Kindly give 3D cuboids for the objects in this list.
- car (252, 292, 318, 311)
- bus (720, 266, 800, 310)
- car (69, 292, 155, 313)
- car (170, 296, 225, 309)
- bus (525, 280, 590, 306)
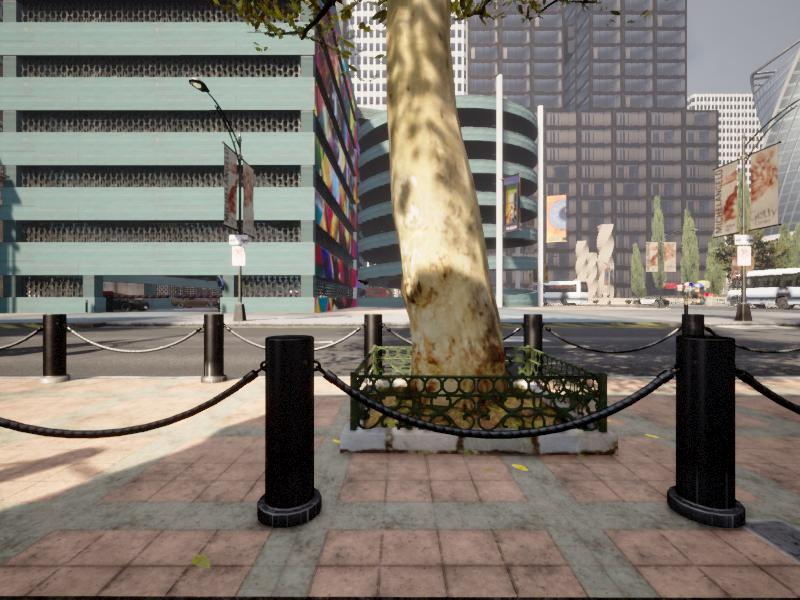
[{"bbox_3d":[-9.593,0.117,33.684,4.902,1.511,2.128,0,0,0],"label":"car"},{"bbox_3d":[40.456,-1.135,43.028,3.944,4.253,10.273,0,0,0],"label":"bus"},{"bbox_3d":[-21.193,0.157,29.591,4.786,1.482,2.161,0,0,0],"label":"car"},{"bbox_3d":[-20.752,0.207,41.191,4.718,1.301,1.895,0,0,0],"label":"car"},{"bbox_3d":[28.255,-1.139,72.140,3.944,4.253,10.273,0,0,-39],"label":"bus"}]
